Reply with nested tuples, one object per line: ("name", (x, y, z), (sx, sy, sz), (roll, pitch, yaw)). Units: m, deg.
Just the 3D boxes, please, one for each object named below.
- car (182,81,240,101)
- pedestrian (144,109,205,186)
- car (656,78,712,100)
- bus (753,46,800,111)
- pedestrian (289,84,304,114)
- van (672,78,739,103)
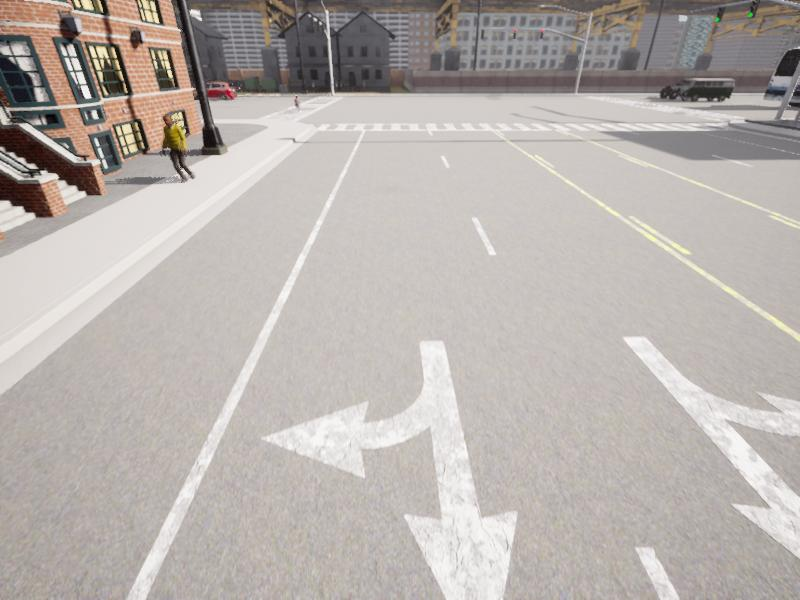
("car", (-19.113, -21.302, 40.757), (4.611, 1.667, 2.242), (0, 30, 0))
("pedestrian", (-6.103, -4.167, 10.930), (0.751, 1.860, 0.751), (2, 30, 3))
("car", (29.058, -21.646, 41.013), (3.866, 1.878, 1.905), (0, 30, 0))
("bus", (35.328, -17.450, 31.497), (10.273, 4.253, 3.944), (0, 30, 0))
("pedestrian", (-7.527, -14.627, 29.097), (0.751, 1.860, 0.751), (-2, 30, -4))
("van", (28.903, -19.916, 37.965), (4.442, 1.987, 1.775), (0, 30, 0))
